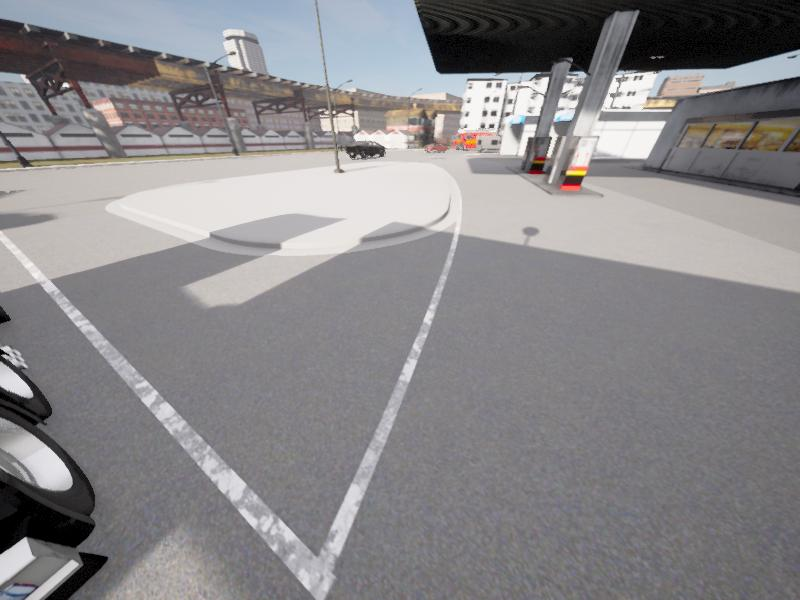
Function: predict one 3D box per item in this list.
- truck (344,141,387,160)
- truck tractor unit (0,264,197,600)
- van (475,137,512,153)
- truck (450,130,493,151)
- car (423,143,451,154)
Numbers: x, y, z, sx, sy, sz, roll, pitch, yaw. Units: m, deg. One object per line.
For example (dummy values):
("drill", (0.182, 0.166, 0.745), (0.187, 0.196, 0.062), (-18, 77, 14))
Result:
("truck", (-4.662, -21.040, 32.383), (2.390, 2.098, 6.274), (20, 40, 26))
("truck tractor unit", (-5.114, -0.296, 0.787), (6.516, 4.208, 3.053), (18, 39, 24))
("van", (17.805, -29.627, 44.171), (5.915, 2.561, 1.988), (-6, 35, -8))
("truck", (16.001, -36.104, 52.353), (8.468, 3.827, 2.891), (-4, 35, -6))
("car", (7.201, -29.528, 44.900), (5.027, 1.651, 2.152), (-16, 38, -22))
